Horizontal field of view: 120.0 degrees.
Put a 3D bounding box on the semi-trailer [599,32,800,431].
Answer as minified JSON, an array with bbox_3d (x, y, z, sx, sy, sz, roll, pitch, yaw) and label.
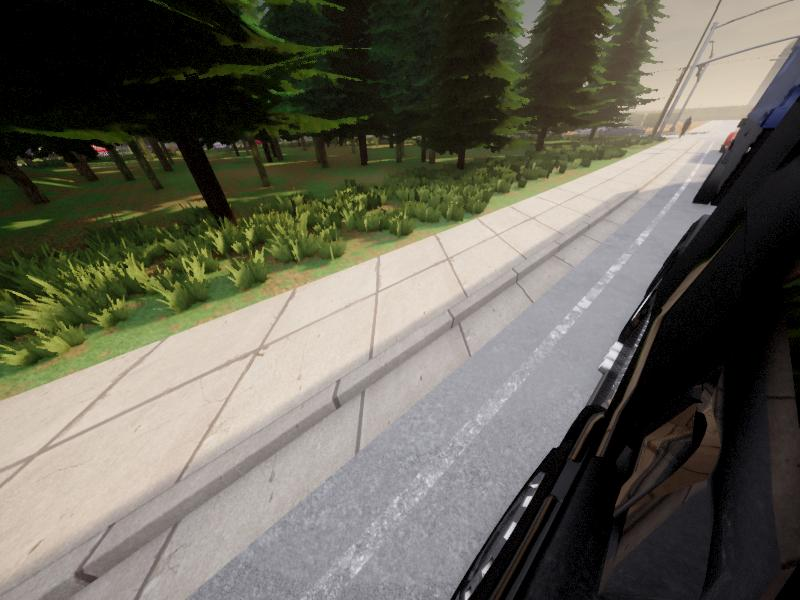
[{"bbox_3d":[8.644,-3.643,4.279,14.254,4.402,2.717,-29,44,-30],"label":"semi-trailer"}]

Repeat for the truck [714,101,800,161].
[{"bbox_3d":[21.375,-9.913,13.486,5.204,2.467,2.627,-30,44,-31],"label":"truck"}]

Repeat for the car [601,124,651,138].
[{"bbox_3d":[29.172,-21.882,29.965,1.994,1.385,4.181,-29,44,-30],"label":"car"}]

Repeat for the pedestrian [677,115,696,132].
[{"bbox_3d":[40.186,-24.769,32.391,0.751,1.860,0.751,17,41,24],"label":"pedestrian"}]

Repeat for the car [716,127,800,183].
[{"bbox_3d":[15.883,-6.351,9.891,4.902,1.511,2.128,-29,44,-30],"label":"car"}]

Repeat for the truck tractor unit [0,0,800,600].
[{"bbox_3d":[2.645,-0.295,0.351,6.516,4.208,3.053,-28,44,-30],"label":"truck tractor unit"}]
